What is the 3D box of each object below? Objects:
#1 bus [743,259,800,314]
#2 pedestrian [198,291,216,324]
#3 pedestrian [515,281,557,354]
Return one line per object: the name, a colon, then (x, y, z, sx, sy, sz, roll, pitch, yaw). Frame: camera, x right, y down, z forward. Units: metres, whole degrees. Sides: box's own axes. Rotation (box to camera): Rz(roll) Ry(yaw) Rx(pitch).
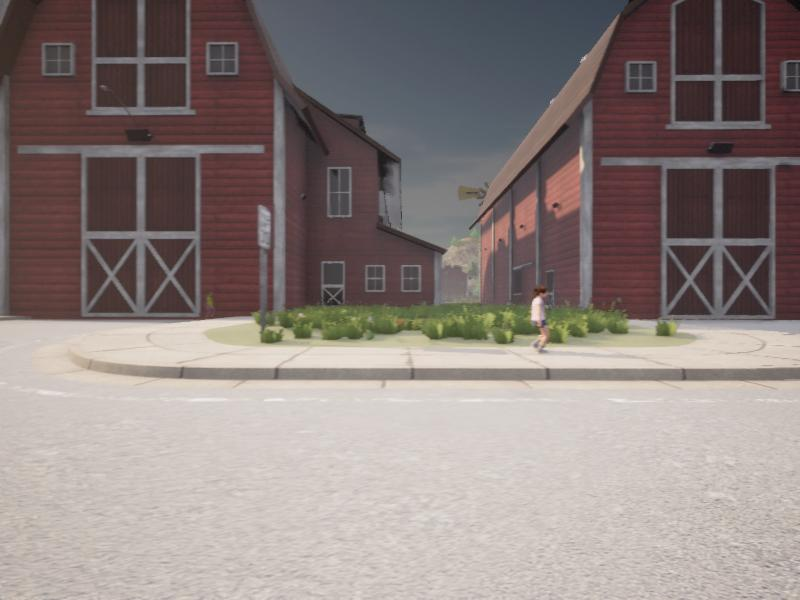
bus: (33.330, -1.057, 31.507, 3.944, 4.253, 10.273, 0, 0, 1)
pedestrian: (-6.750, 0.256, 14.002, 0.500, 1.100, 0.500, 0, 0, -19)
pedestrian: (2.115, 0.267, 6.272, 0.500, 1.100, 0.500, 0, 0, 2)
